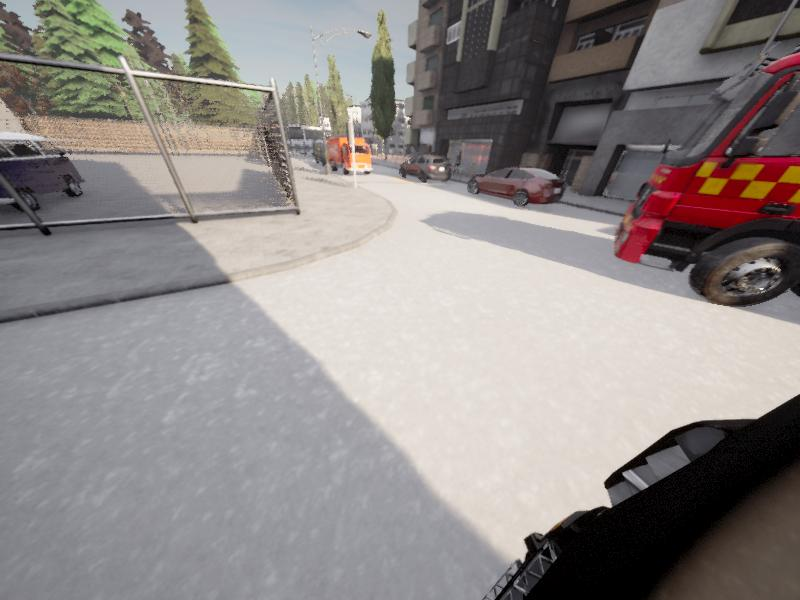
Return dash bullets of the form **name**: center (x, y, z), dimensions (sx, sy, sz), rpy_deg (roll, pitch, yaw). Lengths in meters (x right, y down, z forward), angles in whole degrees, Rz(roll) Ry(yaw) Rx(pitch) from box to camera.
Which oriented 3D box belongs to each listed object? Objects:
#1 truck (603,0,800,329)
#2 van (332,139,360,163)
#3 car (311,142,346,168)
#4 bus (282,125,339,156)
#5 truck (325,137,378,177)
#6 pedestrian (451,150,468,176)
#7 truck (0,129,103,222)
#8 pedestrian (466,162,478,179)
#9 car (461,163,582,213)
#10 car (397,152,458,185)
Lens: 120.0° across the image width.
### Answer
- **truck**: center (8.528, -1.093, 2.591), dimensions (8.468, 3.827, 2.891), rpy_deg (26, 40, 30)
- **van**: center (-7.440, -20.444, 31.544), dimensions (1.988, 2.561, 5.915), rpy_deg (-15, 37, -24)
- **car**: center (-7.786, -15.787, 25.028), dimensions (2.150, 2.045, 5.566), rpy_deg (-15, 37, -24)
- **bus**: center (-15.717, -28.828, 41.924), dimensions (3.944, 4.253, 10.273), rpy_deg (9, 35, 13)
- **truck**: center (-4.095, -11.915, 19.116), dimensions (2.627, 2.467, 5.204), rpy_deg (-15, 38, -24)
- **pedestrian**: center (4.943, -11.480, 19.366), dimensions (0.751, 1.860, 0.751), rpy_deg (-15, 37, -24)
- **truck**: center (-12.192, -3.935, 6.980), dimensions (2.069, 2.038, 4.478), rpy_deg (-15, 37, -24)
- **pedestrian**: center (5.629, -10.128, 18.078), dimensions (0.500, 1.100, 0.500), rpy_deg (-2, 34, -7)
- **car**: center (5.540, -5.735, 11.418), dimensions (2.163, 1.488, 4.792), rpy_deg (-15, 37, -24)
- **car**: center (1.830, -9.884, 17.191), dimensions (2.242, 1.667, 4.611), rpy_deg (-15, 38, -24)
